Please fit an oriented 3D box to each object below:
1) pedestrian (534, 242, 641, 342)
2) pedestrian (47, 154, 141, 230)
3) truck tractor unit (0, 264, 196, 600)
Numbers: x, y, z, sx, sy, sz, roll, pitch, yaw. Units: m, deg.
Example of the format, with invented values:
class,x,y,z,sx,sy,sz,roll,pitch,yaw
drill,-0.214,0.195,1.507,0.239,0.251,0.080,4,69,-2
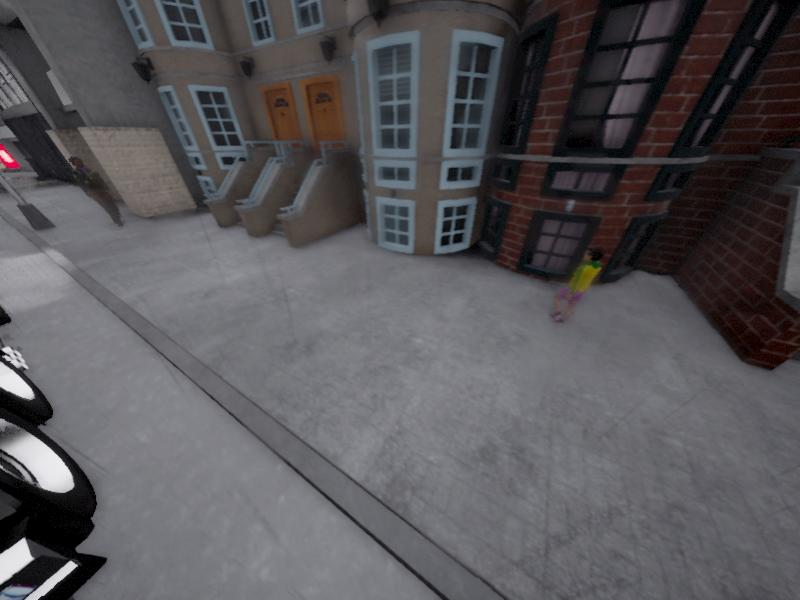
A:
class,x,y,z,sx,sy,sz,roll,pitch,yaw
pedestrian,2.272,-0.088,2.923,0.500,1.100,0.500,-9,36,-13
pedestrian,-8.784,-3.133,6.728,0.751,1.860,0.751,18,39,24
truck tractor unit,-5.117,-0.291,0.795,6.516,4.208,3.053,18,39,25
